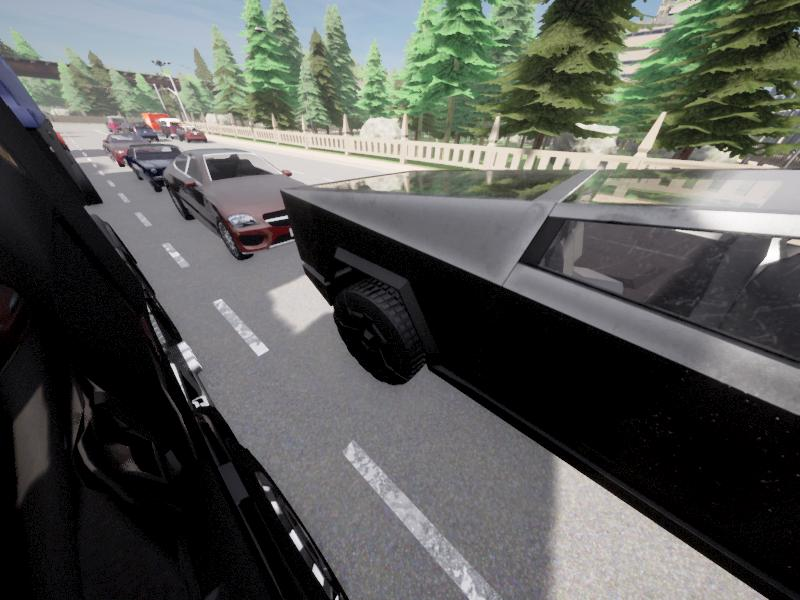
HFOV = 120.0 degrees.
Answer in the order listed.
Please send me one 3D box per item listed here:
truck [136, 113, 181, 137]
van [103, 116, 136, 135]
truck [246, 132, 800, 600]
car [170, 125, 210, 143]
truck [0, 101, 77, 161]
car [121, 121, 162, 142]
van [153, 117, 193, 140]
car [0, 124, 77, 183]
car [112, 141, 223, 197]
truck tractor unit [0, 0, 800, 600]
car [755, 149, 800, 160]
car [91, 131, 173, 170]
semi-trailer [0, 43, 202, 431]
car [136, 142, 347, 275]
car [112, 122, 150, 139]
[{"bbox_3d":[-33.214,-24.091,31.768,5.204,2.467,2.627,28,44,30],"label":"truck"},{"bbox_3d":[-38.294,-23.860,31.552,4.442,1.987,1.775,28,44,30],"label":"van"},{"bbox_3d":[1.901,0.257,1.656,6.274,2.098,2.390,28,44,30],"label":"truck"},{"bbox_3d":[-23.145,-18.314,25.488,3.806,1.475,1.970,28,43,30],"label":"car"},{"bbox_3d":[-21.909,-9.847,13.409,5.204,2.467,2.627,28,44,30],"label":"truck"},{"bbox_3d":[-27.696,-18.057,24.755,3.988,1.617,1.851,28,44,30],"label":"car"},{"bbox_3d":[-27.915,-21.088,28.435,4.480,2.038,2.069,28,44,30],"label":"van"},{"bbox_3d":[-16.096,-6.407,9.865,5.238,1.638,1.930,28,44,30],"label":"car"},{"bbox_3d":[-9.292,-5.381,9.183,4.718,1.301,1.895,28,44,30],"label":"car"},{"bbox_3d":[-2.645,-0.295,0.351,6.516,4.208,3.053,28,44,30],"label":"truck tractor unit"},{"bbox_3d":[73.915,-28.605,45.359,1.895,1.301,4.718,6,36,5],"label":"car"},{"bbox_3d":[-14.744,-8.310,12.707,4.181,1.385,1.994,27,43,29],"label":"car"},{"bbox_3d":[-8.698,-3.604,4.231,14.254,4.402,2.717,28,44,30],"label":"semi-trailer"},{"bbox_3d":[-3.838,-2.607,5.534,5.027,1.651,2.152,28,44,30],"label":"car"},{"bbox_3d":[-32.870,-20.728,28.189,5.357,1.411,2.033,28,44,30],"label":"car"}]
